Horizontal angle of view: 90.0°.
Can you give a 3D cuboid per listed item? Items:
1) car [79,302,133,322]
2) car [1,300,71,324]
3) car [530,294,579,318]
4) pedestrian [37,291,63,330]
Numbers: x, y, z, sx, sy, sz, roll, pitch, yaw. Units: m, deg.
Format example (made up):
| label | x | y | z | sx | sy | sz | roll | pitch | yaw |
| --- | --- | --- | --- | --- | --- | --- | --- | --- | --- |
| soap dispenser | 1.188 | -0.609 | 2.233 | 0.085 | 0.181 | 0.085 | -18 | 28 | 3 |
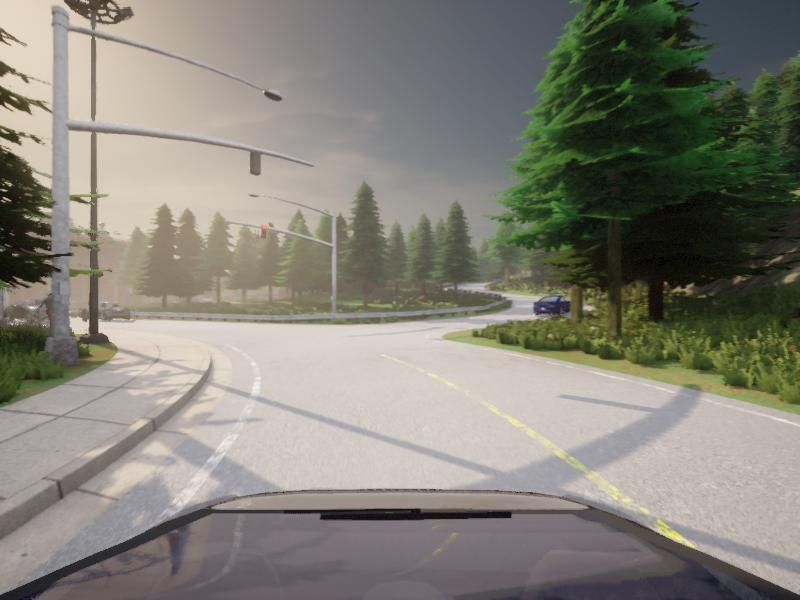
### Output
| label | x | y | z | sx | sy | sz | roll | pitch | yaw |
| --- | --- | --- | --- | --- | --- | --- | --- | --- | --- |
| car | -22.954 | 0.882 | 31.220 | 3.806 | 1.475 | 1.970 | 0 | 0 | 28 |
| car | -26.539 | 0.812 | 29.134 | 5.027 | 1.651 | 2.152 | 0 | 0 | 27 |
| car | 12.072 | 0.379 | 31.038 | 1.882 | 1.535 | 5.008 | 1 | 3 | 41 |
| pedestrian | -17.138 | 0.505 | 19.593 | 0.751 | 1.860 | 0.751 | 0 | 0 | 30 |
